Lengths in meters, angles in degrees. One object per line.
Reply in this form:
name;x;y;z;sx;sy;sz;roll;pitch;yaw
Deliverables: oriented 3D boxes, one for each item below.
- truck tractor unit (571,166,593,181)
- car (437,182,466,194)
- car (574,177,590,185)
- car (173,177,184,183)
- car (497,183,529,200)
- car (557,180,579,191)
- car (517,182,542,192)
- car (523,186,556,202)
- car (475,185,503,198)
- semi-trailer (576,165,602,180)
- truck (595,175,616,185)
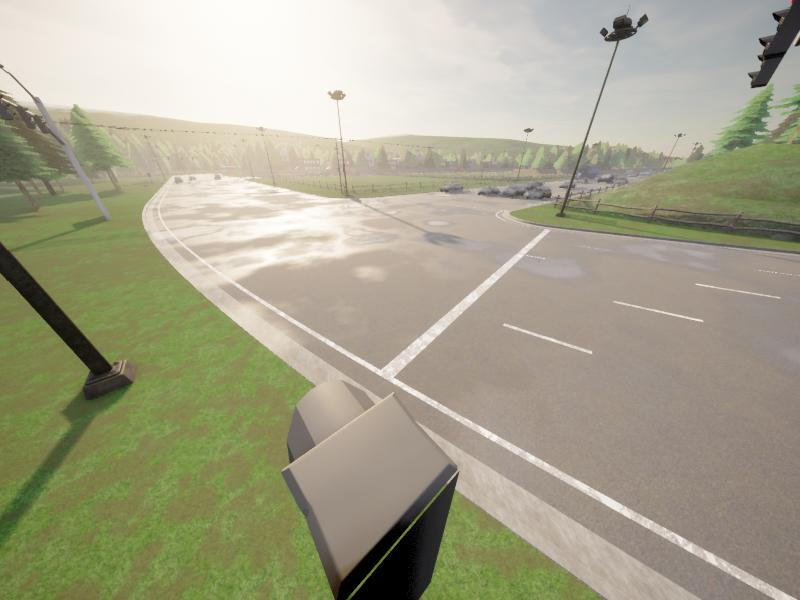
truck tractor unit;60.909;-42.478;77.349;6.516;4.208;3.053;-22;37;-34
car;8.992;-19.551;40.229;5.238;1.638;1.930;-23;37;-34
car;47.808;-31.275;60.569;3.988;1.617;1.851;-23;37;-34
car;-63.037;-34.206;65.749;1.837;1.490;4.892;-22;37;-33
car;16.640;-15.972;33.877;4.553;1.767;2.097;-23;37;-34
car;33.747;-23.048;46.388;5.008;1.535;1.882;-23;37;-34
car;24.505;-21.390;43.660;5.357;1.411;2.033;-23;37;-34
car;19.282;-14.682;31.909;4.514;1.525;2.007;-23;37;-34
car;13.903;-16.924;35.951;4.181;1.385;1.994;-23;37;-34
semi-trailer;66.967;-45.107;81.714;14.254;4.402;2.717;-23;37;-34
truck;54.967;-32.215;61.701;6.274;2.098;2.390;-23;37;-33
